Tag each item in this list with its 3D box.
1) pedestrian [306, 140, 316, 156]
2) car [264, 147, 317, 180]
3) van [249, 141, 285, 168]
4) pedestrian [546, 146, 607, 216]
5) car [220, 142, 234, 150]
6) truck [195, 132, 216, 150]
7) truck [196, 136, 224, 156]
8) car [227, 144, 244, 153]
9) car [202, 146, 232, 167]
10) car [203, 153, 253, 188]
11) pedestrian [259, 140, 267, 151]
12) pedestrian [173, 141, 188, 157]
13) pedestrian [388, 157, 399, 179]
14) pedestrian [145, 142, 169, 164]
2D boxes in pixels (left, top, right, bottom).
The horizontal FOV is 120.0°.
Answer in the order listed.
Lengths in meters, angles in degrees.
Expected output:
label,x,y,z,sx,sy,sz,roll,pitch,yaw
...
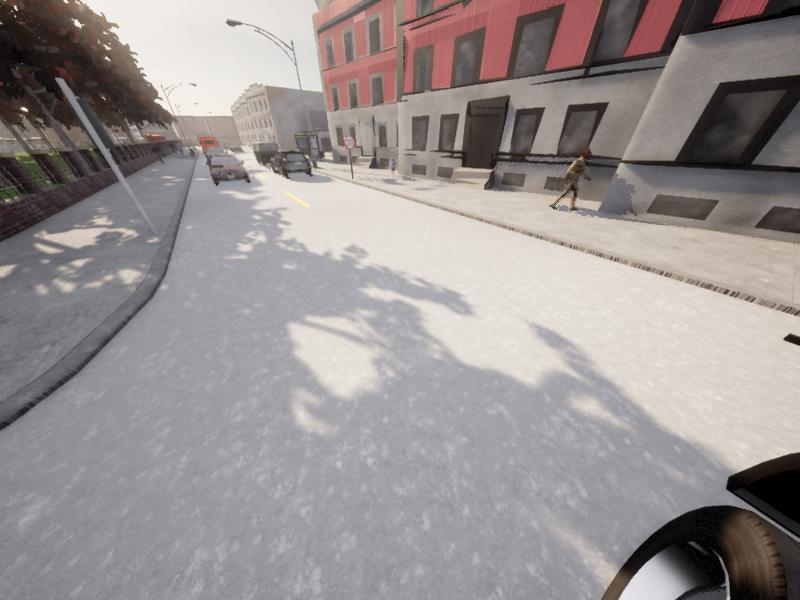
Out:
label,x,y,z,sx,sy,sz,roll,pitch,yaw
pedestrian,-12.514,-21.362,32.557,0.751,1.860,0.751,5,36,8
car,-7.955,-9.925,16.636,2.033,1.649,4.856,-22,41,-28
van,-12.908,-14.144,22.348,1.775,1.987,4.442,-22,41,-28
pedestrian,5.635,-3.836,7.477,0.751,1.860,0.751,-22,40,-27
car,-44.187,-39.369,59.022,2.033,1.649,4.856,-22,41,-28
truck,-52.104,-42.724,61.933,2.891,3.827,8.468,-22,41,-28
truck,-30.793,-25.078,37.579,2.627,2.467,5.204,-21,40,-27
car,-32.031,-29.515,44.890,1.895,1.301,4.718,-23,41,-28
car,-18.829,-14.834,23.756,1.882,1.535,5.008,-21,40,-27
car,-10.662,-8.112,14.242,1.812,1.442,4.674,-22,40,-27
pedestrian,-27.165,-30.659,45.766,0.751,1.860,0.751,-29,44,-34
pedestrian,-30.131,-20.718,31.682,0.751,1.860,0.751,-27,43,-33
pedestrian,-0.414,-8.232,14.417,0.500,1.100,0.500,-14,37,-18
pedestrian,-24.097,-14.597,22.954,0.751,1.860,0.751,-17,38,-22
